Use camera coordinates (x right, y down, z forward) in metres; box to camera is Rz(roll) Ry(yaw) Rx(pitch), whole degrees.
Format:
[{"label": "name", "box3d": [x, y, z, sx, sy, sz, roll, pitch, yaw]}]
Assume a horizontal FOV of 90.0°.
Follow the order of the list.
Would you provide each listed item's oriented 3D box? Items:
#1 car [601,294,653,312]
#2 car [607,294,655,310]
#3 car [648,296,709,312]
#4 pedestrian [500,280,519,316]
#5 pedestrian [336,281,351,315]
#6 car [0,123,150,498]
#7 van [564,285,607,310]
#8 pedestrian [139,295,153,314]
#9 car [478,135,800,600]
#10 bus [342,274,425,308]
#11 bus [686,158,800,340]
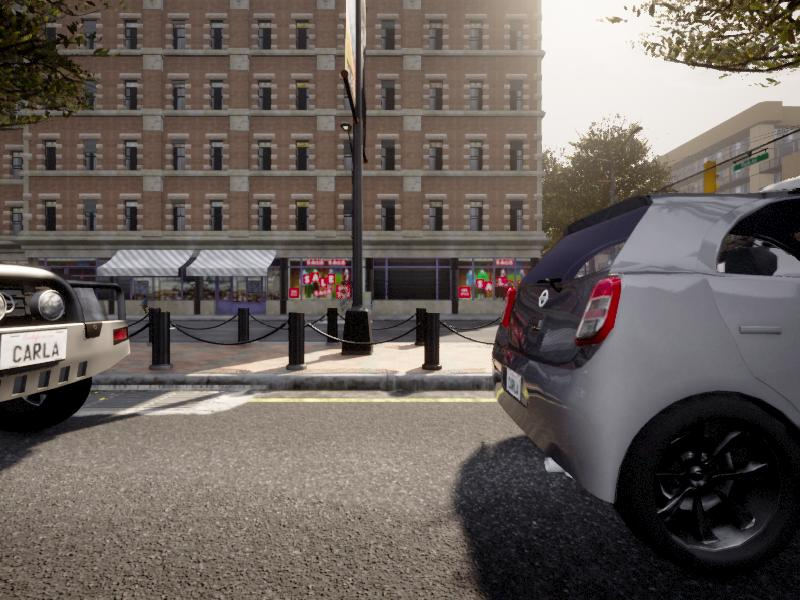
[{"label": "car", "box3d": [20.184, 0.242, 35.853, 1.837, 1.490, 4.892, 0, 0, 0]}, {"label": "car", "box3d": [23.652, 0.198, 41.198, 1.801, 1.575, 5.366, 0, 0, 0]}, {"label": "car", "box3d": [23.693, 0.341, 34.300, 1.895, 1.301, 4.718, 0, 0, 0]}, {"label": "pedestrian", "box3d": [5.686, -0.116, 20.824, 0.751, 1.860, 0.751, 0, 0, -3]}, {"label": "pedestrian", "box3d": [-3.085, -0.114, 21.985, 0.751, 1.860, 0.751, 0, 0, -1]}, {"label": "car", "box3d": [-4.281, 0.053, 2.201, 4.605, 1.855, 1.932, 0, 0, 0]}, {"label": "van", "box3d": [20.136, -0.280, 43.771, 1.988, 2.561, 5.915, 0, 0, 0]}, {"label": "pedestrian", "box3d": [-14.574, 0.267, 22.942, 0.500, 1.100, 0.500, 0, 0, -3]}, {"label": "car", "box3d": [2.425, 0.226, 2.192, 3.633, 1.501, 1.845, 0, 0, 0]}, {"label": "bus", "box3d": [-2.059, -1.133, 51.914, 10.273, 4.253, 3.944, 0, 0, 0]}, {"label": "bus", "box3d": [13.662, -1.138, 9.677, 10.273, 4.253, 3.944, 0, -2, 21]}]
